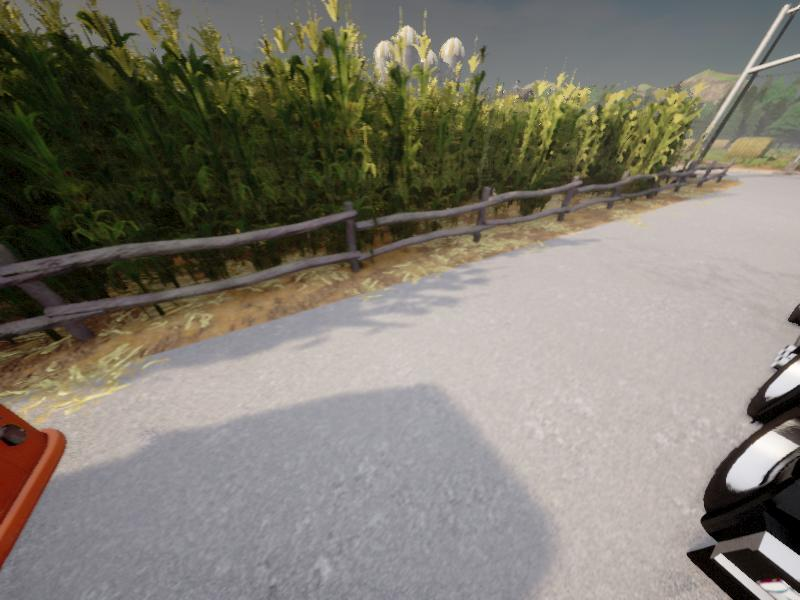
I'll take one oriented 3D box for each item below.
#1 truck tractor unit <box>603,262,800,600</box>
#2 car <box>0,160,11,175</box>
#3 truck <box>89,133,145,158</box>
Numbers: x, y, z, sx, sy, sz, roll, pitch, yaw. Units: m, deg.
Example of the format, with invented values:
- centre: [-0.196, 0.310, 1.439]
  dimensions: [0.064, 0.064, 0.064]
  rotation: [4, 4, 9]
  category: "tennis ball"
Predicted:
- centre: [5.107, -0.304, 0.790]
  dimensions: [6.516, 4.208, 3.053]
  rotation: [-18, 39, -24]
  category: "truck tractor unit"
- centre: [-29.297, -8.798, 14.995]
  dimensions: [1.801, 1.575, 5.366]
  rotation: [-18, 39, -24]
  category: "car"
- centre: [-36.456, -20.130, 30.029]
  dimensions: [2.627, 2.467, 5.204]
  rotation: [-18, 40, -24]
  category: "truck"
